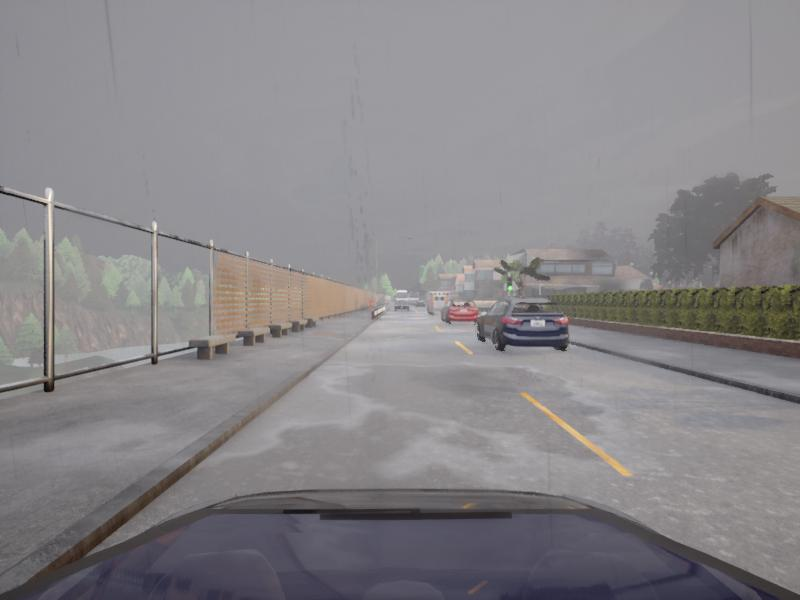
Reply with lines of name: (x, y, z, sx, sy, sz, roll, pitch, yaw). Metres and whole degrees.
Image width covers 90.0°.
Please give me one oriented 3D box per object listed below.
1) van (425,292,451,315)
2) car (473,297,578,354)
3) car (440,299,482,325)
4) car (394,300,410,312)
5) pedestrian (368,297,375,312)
van: (4.236, 0.378, 45.304, 2.351, 2.431, 6.366, 0, 0, 0)
car: (4.081, 0.755, 13.950, 2.242, 1.667, 4.611, 0, 0, 0)
car: (4.146, 0.757, 28.026, 2.242, 1.667, 4.611, 0, 0, 0)
car: (0.314, 0.781, 57.989, 2.152, 1.651, 5.027, 0, 0, 2)
pedestrian: (-3.546, 0.533, 48.951, 0.751, 1.860, 0.751, 0, 0, -12)
